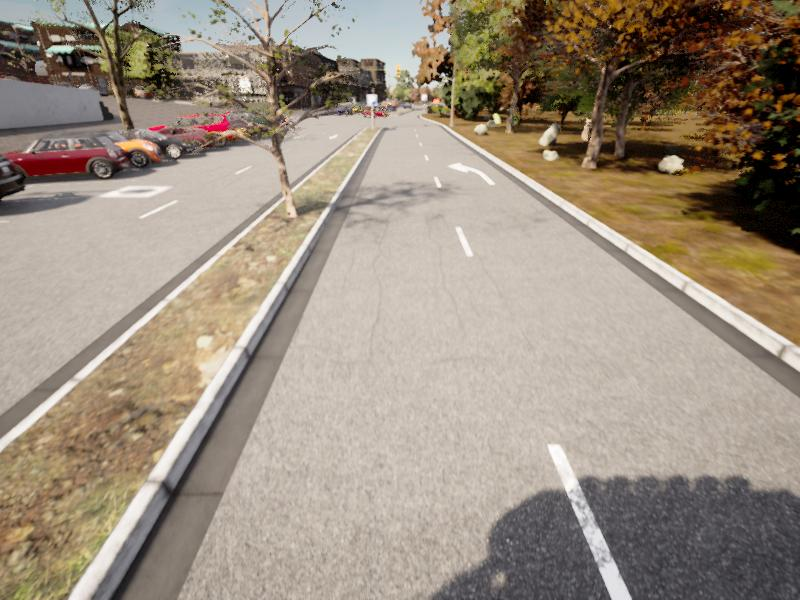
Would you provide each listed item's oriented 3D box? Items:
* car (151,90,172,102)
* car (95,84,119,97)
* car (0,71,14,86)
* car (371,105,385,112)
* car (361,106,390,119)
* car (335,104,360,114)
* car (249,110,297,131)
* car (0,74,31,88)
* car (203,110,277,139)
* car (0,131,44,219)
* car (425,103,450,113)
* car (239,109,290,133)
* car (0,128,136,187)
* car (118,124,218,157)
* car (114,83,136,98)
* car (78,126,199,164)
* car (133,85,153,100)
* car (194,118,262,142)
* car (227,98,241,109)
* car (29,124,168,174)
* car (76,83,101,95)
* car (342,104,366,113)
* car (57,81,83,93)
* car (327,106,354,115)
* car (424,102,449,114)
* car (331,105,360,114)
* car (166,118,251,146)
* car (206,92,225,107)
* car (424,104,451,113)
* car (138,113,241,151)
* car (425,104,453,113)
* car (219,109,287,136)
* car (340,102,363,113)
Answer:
[{"bbox_3d":[-40.237,-34.469,67.612,2.231,1.521,4.892,-4,26,-20],"label":"car"},{"bbox_3d":[-49.335,-35.331,67.478,1.946,1.575,5.366,-4,26,-20],"label":"car"},{"bbox_3d":[-67.295,-36.977,66.507,2.435,2.045,5.566,-4,26,-21],"label":"car"},{"bbox_3d":[-4.904,-43.119,90.023,2.128,1.511,4.902,3,27,6],"label":"car"},{"bbox_3d":[-3.631,-27.967,59.561,3.988,1.617,1.851,-4,29,-12],"label":"car"},{"bbox_3d":[-10.757,-39.237,81.988,4.553,1.767,2.185,-7,27,-12],"label":"car"},{"bbox_3d":[-13.652,-19.340,43.022,4.553,1.767,2.185,-10,28,-17],"label":"car"},{"bbox_3d":[-64.381,-36.596,66.918,1.946,1.575,5.366,-4,26,-20],"label":"car"},{"bbox_3d":[-13.810,-15.388,34.879,5.566,2.045,2.435,-10,28,-17],"label":"car"},{"bbox_3d":[-13.839,-3.223,10.747,5.566,2.045,2.435,-10,29,-17],"label":"car"},{"bbox_3d":[7.616,-39.101,81.644,4.553,1.767,2.185,-6,27,-12],"label":"car"},{"bbox_3d":[-13.625,-18.094,40.315,4.442,1.987,1.878,-10,28,-17],"label":"car"},{"bbox_3d":[-13.781,-5.835,16.179,4.553,1.767,2.185,-10,29,-17],"label":"car"},{"bbox_3d":[-13.833,-9.739,24.268,4.792,1.488,2.163,-10,28,-17],"label":"car"},{"bbox_3d":[-46.197,-35.148,67.230,1.878,1.987,4.442,-3,26,-20],"label":"car"},{"bbox_3d":[-13.816,-8.422,21.590,4.892,1.521,2.231,-10,28,-17],"label":"car"},{"bbox_3d":[-43.182,-34.889,67.331,1.878,1.987,4.442,-3,26,-20],"label":"car"},{"bbox_3d":[-13.788,-13.782,32.332,4.674,1.452,2.002,-10,28,-17],"label":"car"},{"bbox_3d":[-28.205,-33.402,68.034,2.002,1.452,4.674,-4,26,-20],"label":"car"},{"bbox_3d":[-13.843,-7.180,18.845,4.553,1.767,2.185,-10,28,-17],"label":"car"},{"bbox_3d":[-52.288,-35.476,67.244,2.002,1.452,4.674,-3,26,-20],"label":"car"},{"bbox_3d":[-10.067,-41.833,87.412,4.892,1.521,2.231,-7,27,-12],"label":"car"},{"bbox_3d":[-55.303,-35.728,67.128,2.002,1.452,4.674,-4,26,-20],"label":"car"},{"bbox_3d":[-11.492,-36.415,76.754,4.792,1.488,2.163,-8,28,-13],"label":"car"},{"bbox_3d":[7.235,-37.852,78.948,4.442,1.987,1.878,-6,28,-13],"label":"car"},{"bbox_3d":[-10.849,-37.801,79.407,5.366,1.575,1.946,-7,27,-13],"label":"car"},{"bbox_3d":[-13.976,-12.441,29.573,5.366,1.575,1.946,-10,28,-17],"label":"car"},{"bbox_3d":[-31.199,-33.934,67.831,2.435,2.045,5.566,-4,26,-20],"label":"car"},{"bbox_3d":[8.131,-41.631,86.915,5.366,1.575,1.946,-5,28,-12],"label":"car"},{"bbox_3d":[-13.835,-11.340,26.825,5.566,2.045,2.435,-10,28,-17],"label":"car"},{"bbox_3d":[8.150,-40.340,84.372,5.366,1.575,1.946,-6,27,-12],"label":"car"},{"bbox_3d":[-13.739,-16.752,37.591,5.566,2.045,2.435,-10,28,-17],"label":"car"},{"bbox_3d":[-10.293,-40.699,84.656,4.442,1.987,1.878,-7,27,-12],"label":"car"}]
